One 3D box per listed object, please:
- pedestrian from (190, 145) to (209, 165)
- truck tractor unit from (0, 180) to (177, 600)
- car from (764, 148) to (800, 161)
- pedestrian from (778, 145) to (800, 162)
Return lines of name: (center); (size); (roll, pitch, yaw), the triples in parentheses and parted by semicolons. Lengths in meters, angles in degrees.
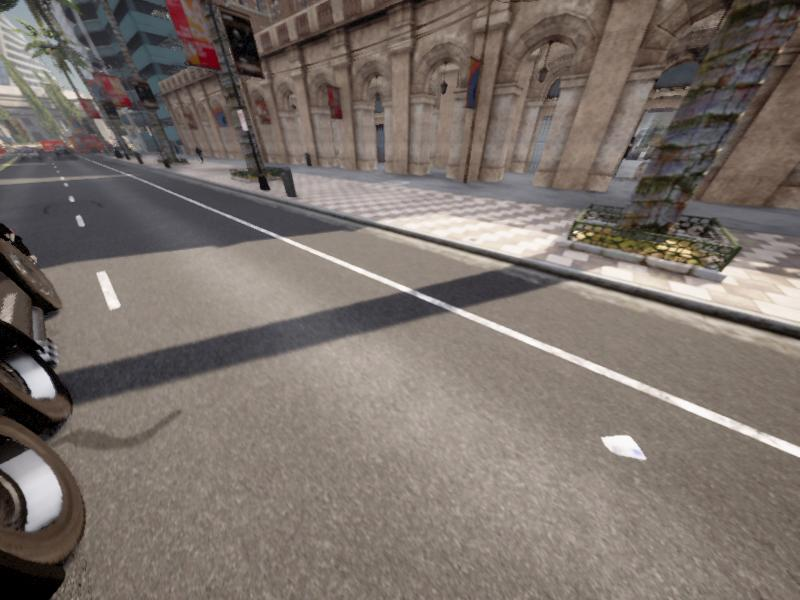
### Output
pedestrian: (-22.271, -16.170, 25.698); (0.751, 1.860, 0.751); (23, 41, 30)
truck tractor unit: (-4.958, -0.431, 0.969); (6.516, 4.208, 3.053); (24, 41, 30)
car: (58.788, -22.289, 35.322); (1.994, 1.385, 4.181); (24, 41, 30)
pedestrian: (52.774, -19.882, 31.341); (0.751, 1.860, 0.751); (-25, 42, -32)
